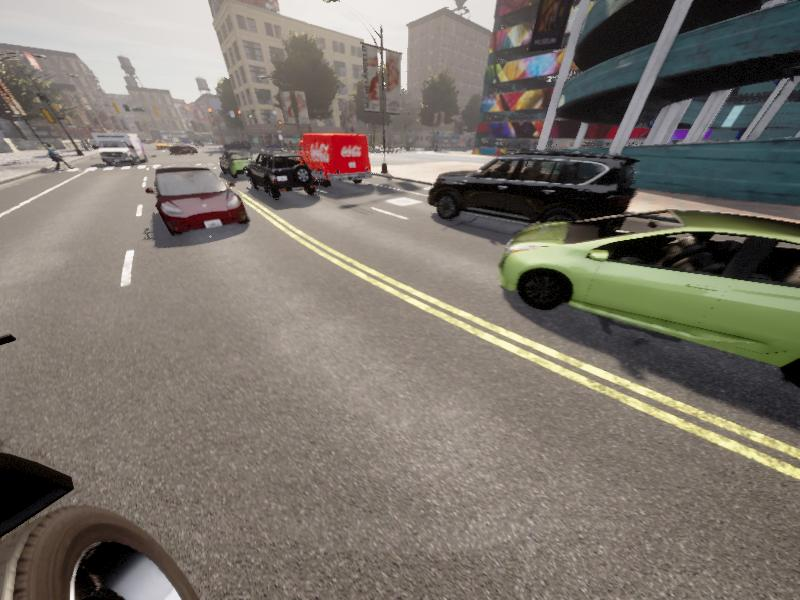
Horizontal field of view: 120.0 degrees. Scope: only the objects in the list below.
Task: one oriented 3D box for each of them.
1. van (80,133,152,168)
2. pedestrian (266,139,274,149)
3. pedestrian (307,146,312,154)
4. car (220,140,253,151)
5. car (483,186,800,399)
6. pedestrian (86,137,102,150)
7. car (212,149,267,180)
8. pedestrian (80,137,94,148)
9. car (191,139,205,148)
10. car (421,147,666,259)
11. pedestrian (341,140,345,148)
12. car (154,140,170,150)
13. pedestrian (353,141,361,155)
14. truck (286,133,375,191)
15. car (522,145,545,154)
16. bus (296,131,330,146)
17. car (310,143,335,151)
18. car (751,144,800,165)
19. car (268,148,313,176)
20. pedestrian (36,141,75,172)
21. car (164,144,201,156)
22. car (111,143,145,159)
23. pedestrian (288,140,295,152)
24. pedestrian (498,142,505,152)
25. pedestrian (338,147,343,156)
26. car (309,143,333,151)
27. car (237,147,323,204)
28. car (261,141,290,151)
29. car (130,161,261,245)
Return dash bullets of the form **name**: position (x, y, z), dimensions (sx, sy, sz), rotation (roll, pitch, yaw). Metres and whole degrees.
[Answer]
- **van**: position (-26.348, -14.247, 21.850), dimensions (2.351, 2.431, 6.366), rotation (-20, 40, -27)
- **pedestrian**: position (-28.565, -34.342, 50.878), dimensions (0.751, 1.860, 0.751), rotation (19, 39, 24)
- **pedestrian**: position (-15.641, -25.874, 39.877), dimensions (0.500, 1.100, 0.500), rotation (-22, 41, -29)
- **car**: position (-31.874, -30.223, 45.190), dimensions (4.605, 1.855, 1.932), rotation (-5, 35, -8)
- **car**: position (3.925, -0.431, 3.338), dimensions (4.514, 1.525, 2.007), rotation (22, 40, 28)
- **pedestrian**: position (-52.031, -26.588, 39.302), dimensions (0.751, 1.860, 0.751), rotation (14, 37, 18)
- **car**: position (-11.370, -9.668, 16.334), dimensions (2.007, 1.525, 4.514), rotation (-26, 43, -33)
- **pedestrian**: position (-61.951, -31.233, 45.797), dimensions (0.751, 1.860, 0.751), rotation (-20, 40, -27)
- **car**: position (-51.760, -40.307, 59.319), dimensions (1.932, 1.855, 4.605), rotation (-19, 40, -26)
- **car**: position (3.582, -3.350, 7.075), dimensions (5.566, 2.045, 2.150), rotation (27, 42, 32)
- **pedestrian**: position (-15.779, -43.397, 64.128), dimensions (0.751, 1.860, 0.751), rotation (-22, 41, -29)
- **car**: position (-48.996, -31.853, 47.517), dimensions (1.882, 1.535, 5.008), rotation (-26, 43, -33)
- **pedestrian**: position (-6.836, -24.176, 36.667), dimensions (0.751, 1.860, 0.751), rotation (-18, 39, -25)
- **truck**: position (-4.178, -8.340, 13.725), dimensions (2.627, 2.467, 5.204), rotation (-26, 43, -33)
- **car**: position (27.813, -31.270, 47.975), dimensions (4.786, 1.482, 2.161), rotation (-26, 43, -33)
- **bus**: position (-31.259, -58.305, 83.482), dimensions (10.273, 4.253, 3.944), rotation (-26, 43, -33)
- **car**: position (-16.640, -32.821, 49.585), dimensions (4.674, 1.442, 1.812), rotation (-26, 43, -33)
- **car**: position (47.896, -18.604, 29.467), dimensions (5.566, 2.045, 2.435), rotation (-26, 43, -33)
- **car**: position (-8.604, -10.894, 18.121), dimensions (1.789, 1.549, 3.705), rotation (-26, 43, -33)
- **pedestrian**: position (-25.495, -10.638, 17.133), dimensions (0.751, 1.860, 0.751), rotation (-27, 44, -34)
- **car**: position (-32.713, -22.676, 34.774), dimensions (4.181, 1.385, 1.994), rotation (15, 37, 20)
- **car**: position (-34.797, -19.256, 29.696), dimensions (2.128, 1.511, 4.902), rotation (-26, 43, -33)
- **pedestrian**: position (-21.578, -30.593, 45.884), dimensions (0.751, 1.860, 0.751), rotation (-23, 41, -30)
- **pedestrian**: position (22.372, -33.588, 50.731), dimensions (0.751, 1.860, 0.751), rotation (30, 44, 35)
- **pedestrian**: position (-8.830, -22.026, 34.205), dimensions (0.500, 1.100, 0.500), rotation (-11, 37, -16)
- **car**: position (-17.955, -34.771, 52.493), dimensions (4.718, 1.301, 1.895), rotation (-26, 43, -33)
- **car**: position (-5.808, -6.130, 11.045), dimensions (1.932, 1.855, 4.605), rotation (-26, 43, -33)
- **car**: position (-25.416, -31.602, 47.365), dimensions (4.553, 1.767, 2.097), rotation (-23, 41, -30)
- **car**: position (-6.652, -3.446, 7.517), dimensions (2.163, 1.488, 4.792), rotation (-26, 43, -33)
